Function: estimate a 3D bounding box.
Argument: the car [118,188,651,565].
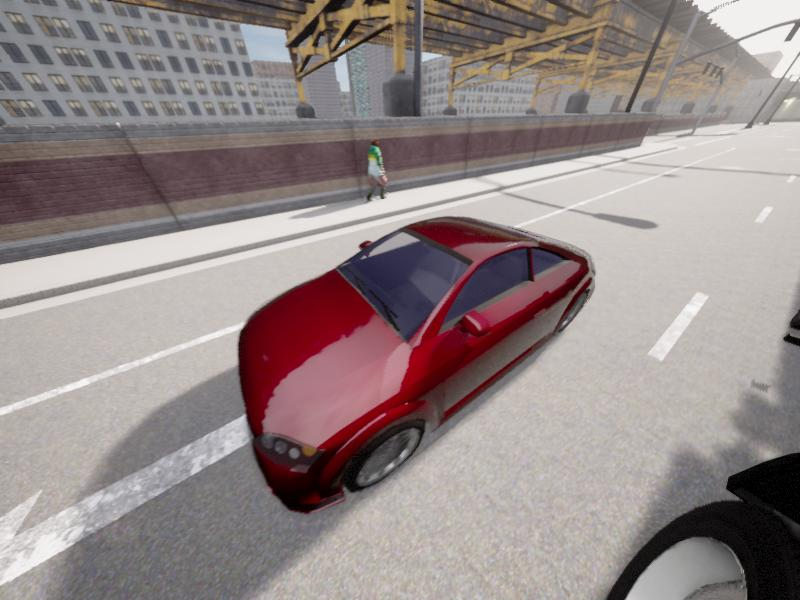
[{"bbox_3d":[0.401,-0.073,2.644,4.181,1.385,1.994,-23,41,-25],"label":"car"}]

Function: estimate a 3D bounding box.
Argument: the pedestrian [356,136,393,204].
[{"bbox_3d":[-0.814,-4.319,7.702,0.751,1.860,0.751,-32,46,-33],"label":"pedestrian"}]

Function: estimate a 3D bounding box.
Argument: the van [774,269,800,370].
[{"bbox_3d":[7.169,-0.933,2.429,5.915,2.561,1.988,-23,41,-25],"label":"van"}]

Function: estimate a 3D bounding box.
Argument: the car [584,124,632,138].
[{"bbox_3d":[31.124,-25.409,34.688,4.974,1.542,2.038,-5,37,-3],"label":"car"}]
